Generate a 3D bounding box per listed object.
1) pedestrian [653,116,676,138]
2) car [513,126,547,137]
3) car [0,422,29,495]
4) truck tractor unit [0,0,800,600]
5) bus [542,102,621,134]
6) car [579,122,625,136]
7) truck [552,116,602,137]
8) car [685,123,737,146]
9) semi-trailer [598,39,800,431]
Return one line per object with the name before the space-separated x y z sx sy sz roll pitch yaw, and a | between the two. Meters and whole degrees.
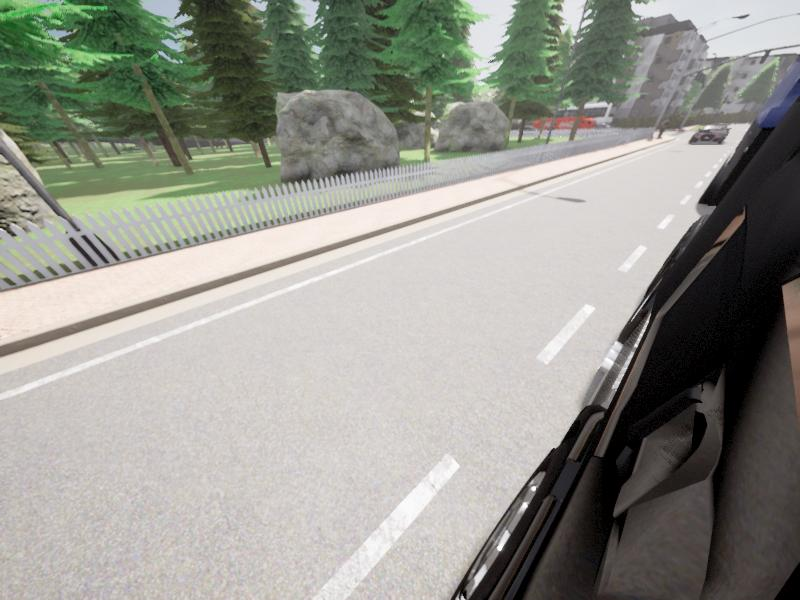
pedestrian | 28.416 -18.539 24.845 0.751 1.860 0.751 -27 43 -29
car | 23.189 -30.271 41.461 1.837 1.490 4.892 -26 43 -28
car | -4.473 1.830 0.122 3.988 1.617 1.851 -27 43 -29
truck tractor unit | 2.645 -0.295 0.351 6.516 4.208 3.053 -28 44 -30
bus | 33.429 -33.868 43.339 3.944 4.253 10.273 -26 43 -28
car | 31.963 -27.176 36.766 2.128 1.511 4.902 -26 43 -28
truck | 27.676 -27.314 36.413 2.627 2.467 5.204 -26 43 -28
car | 27.337 -14.561 20.292 4.181 1.385 1.994 -27 43 -29
semi-trailer | 8.708 -3.597 4.221 14.254 4.402 2.717 -28 44 -30
